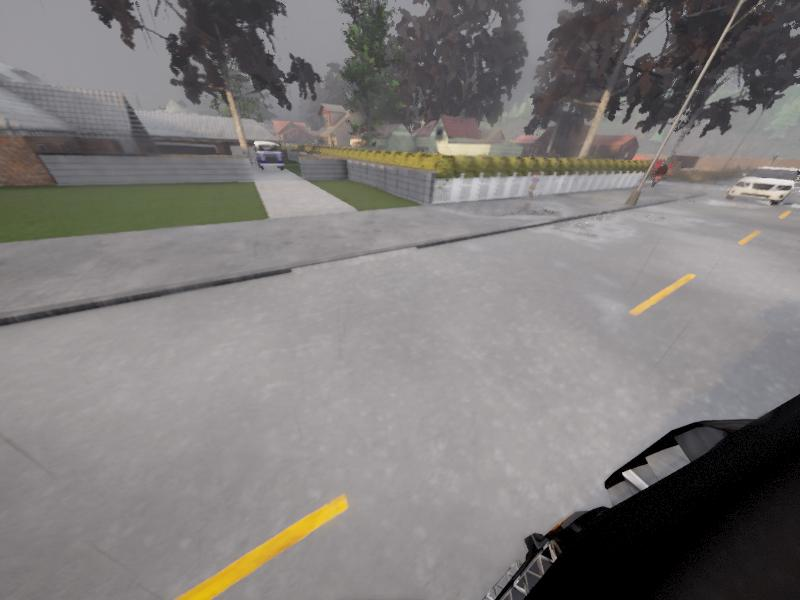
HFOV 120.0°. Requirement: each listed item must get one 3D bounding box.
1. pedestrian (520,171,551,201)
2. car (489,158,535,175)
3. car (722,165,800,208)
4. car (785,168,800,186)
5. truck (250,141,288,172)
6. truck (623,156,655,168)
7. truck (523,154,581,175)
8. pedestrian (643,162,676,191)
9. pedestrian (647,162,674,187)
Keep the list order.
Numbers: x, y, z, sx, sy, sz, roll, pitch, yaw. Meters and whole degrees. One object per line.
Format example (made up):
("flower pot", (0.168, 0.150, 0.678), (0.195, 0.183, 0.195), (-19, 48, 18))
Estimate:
("pedestrian", (7.070, -6.000, 12.129), (0.751, 1.300, 0.751), (-16, 38, -26))
("car", (11.882, -14.149, 24.500), (4.181, 1.381, 1.994), (-16, 38, -26))
("car", (24.018, -7.565, 15.162), (5.566, 2.045, 2.150), (-18, 39, -29))
("car", (52.319, -15.801, 29.648), (4.605, 1.855, 1.932), (-16, 38, -26))
("truck", (-11.198, -12.266, 19.663), (2.069, 2.038, 4.478), (-16, 38, -26))
("truck", (66.390, -38.434, 64.367), (2.627, 2.467, 5.204), (-16, 38, -26))
("truck", (21.307, -19.361, 32.837), (2.390, 2.098, 6.274), (-16, 38, -26))
("pedestrian", (19.642, -9.369, 17.533), (0.751, 1.860, 0.751), (-11, 36, -20))
("pedestrian", (22.397, -10.804, 19.889), (0.751, 1.860, 0.751), (30, 42, 35))
